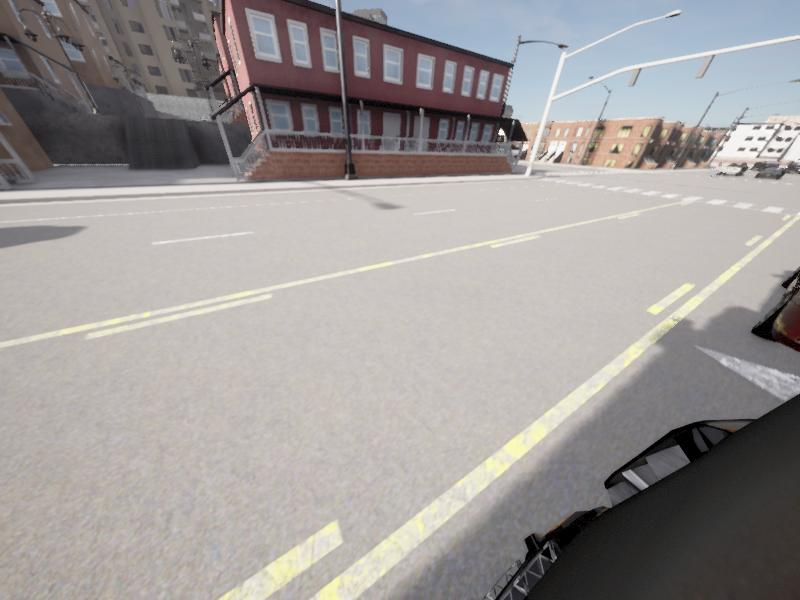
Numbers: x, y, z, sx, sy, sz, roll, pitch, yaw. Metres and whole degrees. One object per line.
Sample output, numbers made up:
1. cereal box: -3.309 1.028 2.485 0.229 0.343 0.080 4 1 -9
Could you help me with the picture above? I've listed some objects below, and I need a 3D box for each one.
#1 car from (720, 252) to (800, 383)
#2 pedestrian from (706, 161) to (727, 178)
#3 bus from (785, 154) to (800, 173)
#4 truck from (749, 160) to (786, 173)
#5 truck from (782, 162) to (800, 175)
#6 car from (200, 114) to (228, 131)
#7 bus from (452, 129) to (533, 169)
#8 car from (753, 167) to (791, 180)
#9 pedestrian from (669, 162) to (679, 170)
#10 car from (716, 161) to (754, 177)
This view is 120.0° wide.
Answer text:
1. car: 6.994 -0.031 3.003 4.792 1.488 2.163 -16 38 -26
2. pedestrian: 41.028 -16.984 29.990 0.751 1.860 0.751 -19 39 -28
3. bus: 94.220 -30.271 51.016 3.944 4.253 10.273 16 36 20
4. truck: 82.282 -30.052 51.866 2.390 2.098 6.274 26 40 31
5. truck: 82.084 -27.140 47.523 6.274 2.098 2.390 -24 42 -33
6. car: -34.826 -33.286 43.337 3.806 1.475 1.970 -5 33 -33
7. bus: 12.864 -22.265 33.959 3.944 4.253 10.273 -16 38 -26
8. car: 51.398 -17.515 31.921 4.181 1.385 1.994 -16 38 -26
9. pedestrian: 47.160 -23.046 39.810 0.500 1.100 0.500 11 35 13
10. car: 49.830 -19.520 34.347 4.605 1.855 1.932 -16 38 -26
